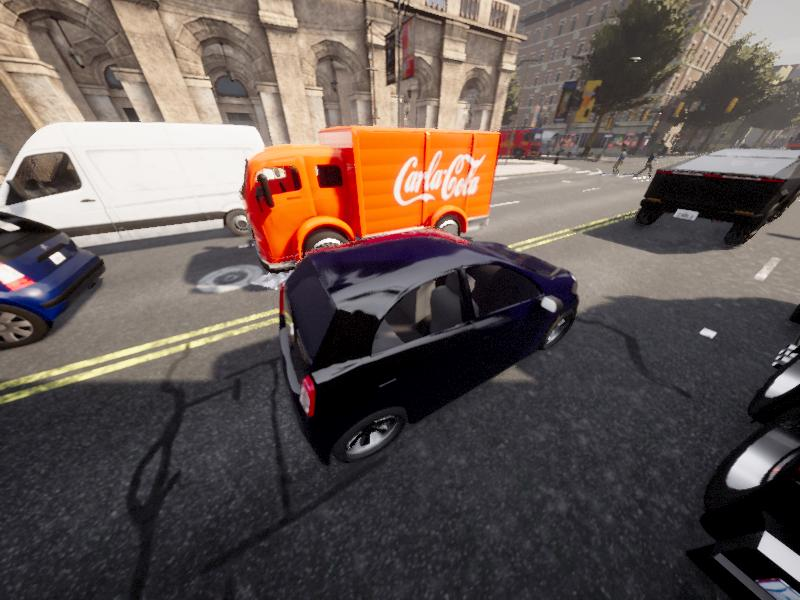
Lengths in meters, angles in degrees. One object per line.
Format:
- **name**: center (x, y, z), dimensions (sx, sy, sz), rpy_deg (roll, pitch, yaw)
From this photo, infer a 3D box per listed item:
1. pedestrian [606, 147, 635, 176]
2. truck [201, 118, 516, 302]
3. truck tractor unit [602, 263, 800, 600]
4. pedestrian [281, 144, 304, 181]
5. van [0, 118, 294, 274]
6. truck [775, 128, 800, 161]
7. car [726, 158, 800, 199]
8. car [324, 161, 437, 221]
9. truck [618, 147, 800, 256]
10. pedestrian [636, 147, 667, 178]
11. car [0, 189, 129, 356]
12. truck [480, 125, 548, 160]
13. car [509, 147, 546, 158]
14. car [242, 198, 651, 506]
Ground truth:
- **pedestrian**: center (16.968, -10.702, 17.829), dimensions (0.751, 1.860, 0.751), rpy_deg (-21, 40, -28)
- **truck**: center (-0.574, -2.367, 5.233), dimensions (5.204, 2.467, 2.627), rpy_deg (-18, 39, -24)
- **truck tractor unit**: center (5.104, -0.308, 0.780), dimensions (6.516, 4.208, 3.053), rpy_deg (-19, 39, -24)
- **pedestrian**: center (-6.454, -8.309, 13.945), dimensions (0.751, 1.860, 0.751), rpy_deg (-16, 38, -22)
- **van**: center (-6.307, -2.848, 5.819), dimensions (5.915, 2.561, 1.988), rpy_deg (-18, 39, -24)
- **truck**: center (60.935, -23.232, 34.487), dimensions (8.468, 3.827, 2.891), rpy_deg (-18, 39, -25)
- **car**: center (19.699, -6.571, 12.295), dimensions (3.806, 1.475, 1.970), rpy_deg (-22, 41, -29)
- **car**: center (-0.681, -4.257, 8.768), dimensions (3.633, 1.501, 1.845), rpy_deg (-18, 39, -24)
- **truck**: center (10.212, -3.430, 7.170), dimensions (6.274, 2.098, 2.390), rpy_deg (-18, 39, -24)
- **pedestrian**: center (18.551, -10.169, 17.076), dimensions (0.751, 1.860, 0.751), rpy_deg (-26, 43, -33)
- **car**: center (-6.628, -0.057, 2.624), dimensions (3.988, 1.617, 1.851), rpy_deg (-18, 39, -24)
- **truck**: center (16.697, -23.666, 34.765), dimensions (2.891, 3.827, 8.468), rpy_deg (-18, 39, -24)
- **car**: center (20.024, -23.323, 36.512), dimensions (1.895, 1.301, 4.718), rpy_deg (-18, 39, -24)
- **car**: center (0.533, -0.030, 2.710), dimensions (3.633, 1.501, 1.845), rpy_deg (-18, 39, -24)
